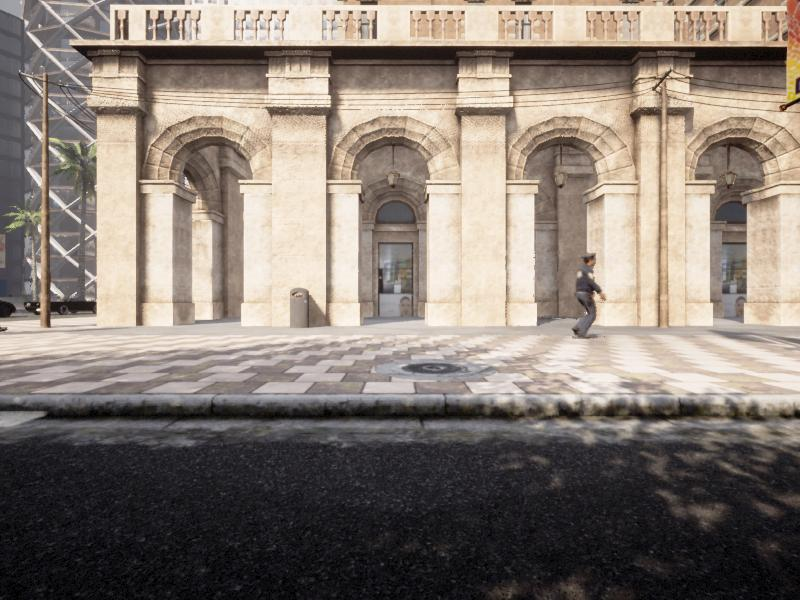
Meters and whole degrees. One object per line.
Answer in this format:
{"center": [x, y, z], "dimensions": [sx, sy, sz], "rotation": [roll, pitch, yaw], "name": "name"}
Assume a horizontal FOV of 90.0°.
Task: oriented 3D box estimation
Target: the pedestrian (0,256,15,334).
{"center": [-9.846, -0.116, 9.461], "dimensions": [0.751, 1.860, 0.751], "rotation": [0, 0, -3], "name": "pedestrian"}

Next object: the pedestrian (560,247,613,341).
{"center": [3.863, -0.114, 8.334], "dimensions": [0.751, 1.860, 0.751], "rotation": [0, 0, 0], "name": "pedestrian"}

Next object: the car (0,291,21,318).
{"center": [-23.029, 0.251, 21.246], "dimensions": [1.816, 1.474, 4.193], "rotation": [0, 0, 0], "name": "car"}

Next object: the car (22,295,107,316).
{"center": [-23.035, 0.340, 27.750], "dimensions": [1.895, 1.301, 4.718], "rotation": [0, 0, 0], "name": "car"}
